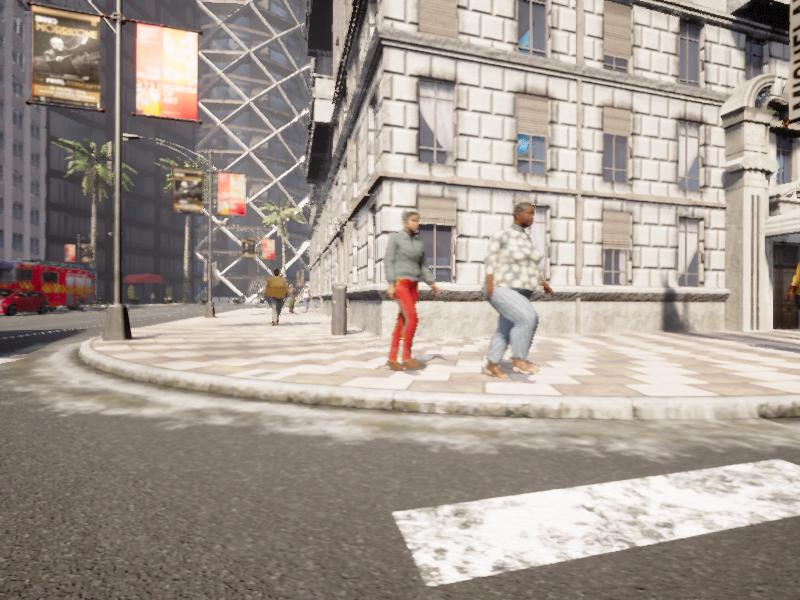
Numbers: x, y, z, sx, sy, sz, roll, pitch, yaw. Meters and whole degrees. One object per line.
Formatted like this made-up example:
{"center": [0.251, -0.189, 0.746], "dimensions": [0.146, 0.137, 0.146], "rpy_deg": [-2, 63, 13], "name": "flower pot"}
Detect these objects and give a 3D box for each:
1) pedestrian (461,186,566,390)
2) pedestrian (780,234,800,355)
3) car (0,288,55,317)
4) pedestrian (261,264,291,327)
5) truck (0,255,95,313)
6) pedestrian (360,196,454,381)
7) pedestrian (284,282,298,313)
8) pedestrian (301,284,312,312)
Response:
{"center": [1.173, -0.108, 4.165], "dimensions": [0.751, 1.860, 0.751], "rpy_deg": [0, 0, -40], "name": "pedestrian"}
{"center": [6.508, -0.083, 6.144], "dimensions": [0.751, 1.860, 0.751], "rpy_deg": [0, 0, -25], "name": "pedestrian"}
{"center": [-22.230, 0.128, 22.834], "dimensions": [2.007, 1.525, 4.514], "rpy_deg": [0, 0, -14], "name": "car"}
{"center": [-3.858, -0.131, 12.400], "dimensions": [0.751, 1.860, 0.751], "rpy_deg": [0, 0, -29], "name": "pedestrian"}
{"center": [-27.565, -1.045, 30.594], "dimensions": [2.891, 3.827, 8.468], "rpy_deg": [0, 0, -8], "name": "truck"}
{"center": [0.080, -0.114, 4.561], "dimensions": [0.751, 1.860, 0.751], "rpy_deg": [0, 0, -42], "name": "pedestrian"}
{"center": [-6.655, -0.141, 24.480], "dimensions": [0.751, 1.860, 0.751], "rpy_deg": [0, 0, -9], "name": "pedestrian"}
{"center": [-6.269, -0.139, 26.820], "dimensions": [0.751, 1.860, 0.751], "rpy_deg": [0, 0, -14], "name": "pedestrian"}
